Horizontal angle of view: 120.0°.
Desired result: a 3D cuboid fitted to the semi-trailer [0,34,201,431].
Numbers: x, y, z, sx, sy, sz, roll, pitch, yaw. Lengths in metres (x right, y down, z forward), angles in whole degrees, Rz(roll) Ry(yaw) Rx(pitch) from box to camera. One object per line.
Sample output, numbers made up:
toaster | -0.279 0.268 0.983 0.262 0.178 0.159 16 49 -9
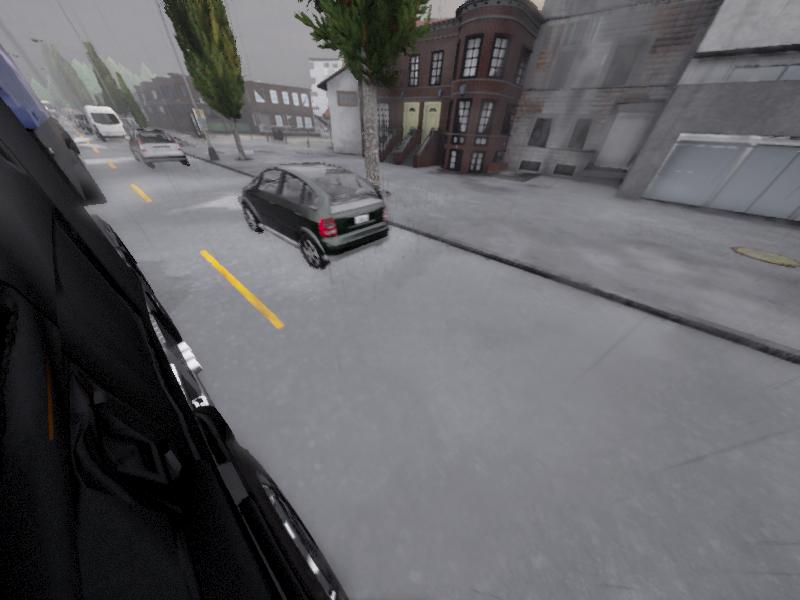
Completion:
semi-trailer | -8.651 -3.647 4.259 14.254 4.402 2.717 29 44 30

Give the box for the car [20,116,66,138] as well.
car | -35.522 -17.361 23.095 5.366 1.575 1.801 29 44 30

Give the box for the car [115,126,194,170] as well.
car | -13.322 -8.324 12.528 3.988 1.617 1.851 29 44 30

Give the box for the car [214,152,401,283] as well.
car | -2.000 -2.077 5.009 3.705 1.549 1.789 29 44 30

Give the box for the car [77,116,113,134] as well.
car | -39.425 -22.684 29.890 4.856 1.649 2.033 29 44 30

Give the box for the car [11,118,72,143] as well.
car | -29.770 -14.216 19.346 4.902 1.511 2.128 29 44 31

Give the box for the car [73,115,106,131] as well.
car | -45.123 -25.742 33.545 4.611 1.667 2.242 30 44 31

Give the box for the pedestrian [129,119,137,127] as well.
pedestrian | -52.116 -34.486 45.024 0.500 1.100 0.500 23 41 24

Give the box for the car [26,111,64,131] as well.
car | -46.324 -23.429 30.197 4.605 1.855 1.932 29 44 30

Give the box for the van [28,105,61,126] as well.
van | -59.920 -31.192 39.045 5.915 2.561 1.988 29 44 30

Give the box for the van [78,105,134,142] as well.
van | -28.211 -16.877 22.146 5.915 2.561 1.988 29 44 31

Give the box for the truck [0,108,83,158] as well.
truck | -22.309 -10.356 14.212 6.274 2.098 2.390 29 44 31

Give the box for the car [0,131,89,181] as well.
car | -15.439 -6.256 9.847 4.181 1.385 1.994 28 43 31

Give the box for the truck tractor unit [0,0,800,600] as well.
truck tractor unit | -2.645 -0.295 0.352 6.516 4.208 3.053 28 44 30
